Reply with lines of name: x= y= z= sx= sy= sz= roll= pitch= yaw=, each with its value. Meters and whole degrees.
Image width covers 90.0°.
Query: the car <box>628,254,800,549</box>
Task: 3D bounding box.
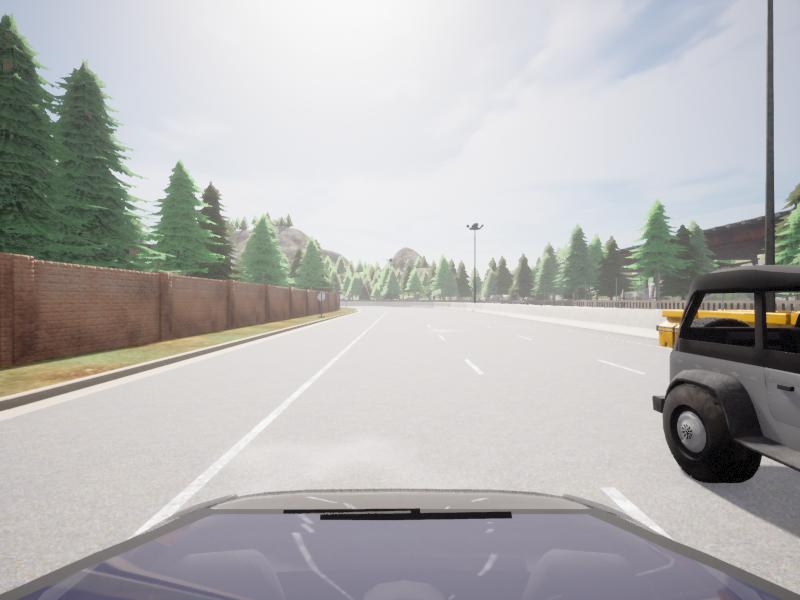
car: x=3.501 y=0.646 z=2.535 sx=1.905 sy=1.878 sz=3.866 roll=0 pitch=0 yaw=0
